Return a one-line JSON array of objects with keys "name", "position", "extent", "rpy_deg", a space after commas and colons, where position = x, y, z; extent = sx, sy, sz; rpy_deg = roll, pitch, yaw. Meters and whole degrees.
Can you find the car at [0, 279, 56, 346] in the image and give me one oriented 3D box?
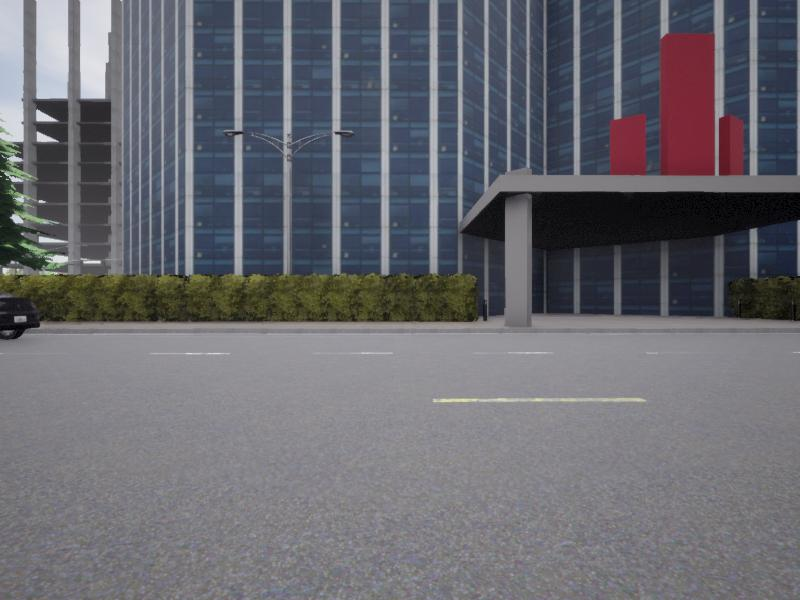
[{"name": "car", "position": [-10.934, 0.270, 9.061], "extent": [4.674, 1.442, 1.812], "rpy_deg": [0, 0, -1]}]
